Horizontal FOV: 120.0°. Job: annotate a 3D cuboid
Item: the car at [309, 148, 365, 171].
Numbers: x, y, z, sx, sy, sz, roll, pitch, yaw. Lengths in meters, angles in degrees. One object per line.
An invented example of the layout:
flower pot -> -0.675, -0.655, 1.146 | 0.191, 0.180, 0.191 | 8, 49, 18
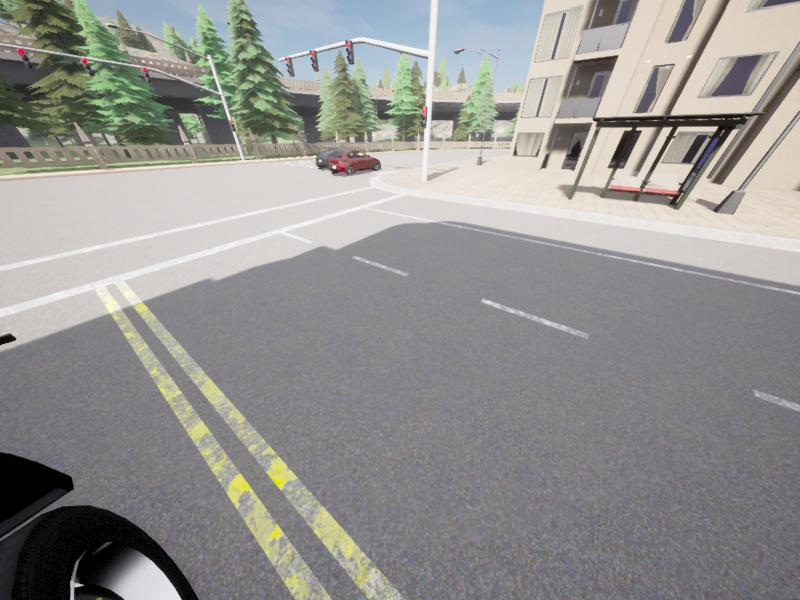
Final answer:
car -> -5.168, -12.030, 19.675 | 1.994, 1.385, 4.181 | 23, 41, 28

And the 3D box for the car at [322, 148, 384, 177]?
car -> -3.260, -10.133, 16.903 | 1.816, 1.474, 4.193 | 23, 41, 28
